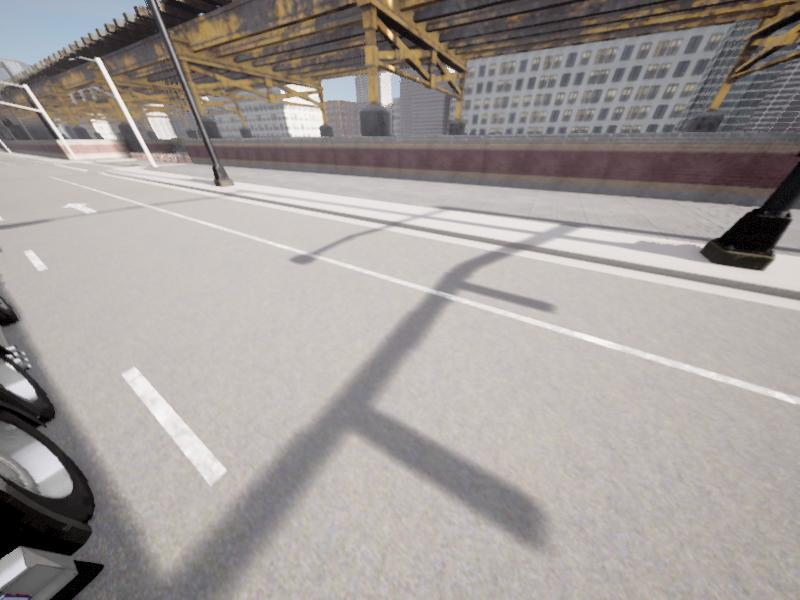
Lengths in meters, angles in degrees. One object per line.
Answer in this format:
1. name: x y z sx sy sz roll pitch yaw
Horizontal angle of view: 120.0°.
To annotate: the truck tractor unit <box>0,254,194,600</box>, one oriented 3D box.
1. truck tractor unit: -5.094 -0.315 0.812 6.516 4.208 3.053 19 39 25
